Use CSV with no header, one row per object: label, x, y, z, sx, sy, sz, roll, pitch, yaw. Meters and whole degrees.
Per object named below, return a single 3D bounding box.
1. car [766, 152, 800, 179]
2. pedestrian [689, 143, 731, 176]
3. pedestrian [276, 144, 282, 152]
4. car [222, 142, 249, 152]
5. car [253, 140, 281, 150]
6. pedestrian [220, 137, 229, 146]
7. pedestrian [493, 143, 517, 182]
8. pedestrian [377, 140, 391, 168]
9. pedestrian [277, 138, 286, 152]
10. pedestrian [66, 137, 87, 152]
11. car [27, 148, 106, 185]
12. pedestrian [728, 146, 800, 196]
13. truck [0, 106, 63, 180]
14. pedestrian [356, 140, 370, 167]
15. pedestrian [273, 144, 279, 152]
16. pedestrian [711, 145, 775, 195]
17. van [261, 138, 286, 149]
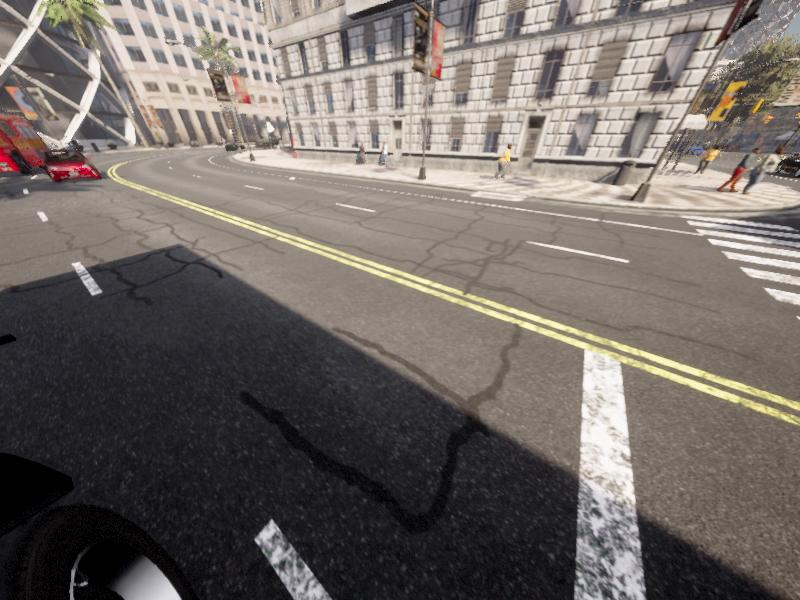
car,30.239,-9.903,16.949,1.837,1.490,4.892,21,40,27
pedestrian,21.357,-9.714,15.971,0.751,1.860,0.751,18,39,23
pedestrian,-19.424,-24.392,37.073,0.500,1.100,0.500,-17,39,-23
car,-29.325,-27.456,41.399,1.994,1.385,4.181,0,35,-1
car,-30.073,-35.108,52.277,2.152,1.651,5.027,16,38,22
pedestrian,-43.726,-39.426,57.517,0.751,1.860,0.751,10,36,13
pedestrian,6.041,-7.949,13.323,0.751,1.860,0.751,15,38,20
pedestrian,-1.300,-12.132,19.189,0.751,1.860,0.751,24,41,29
pedestrian,-19.810,-26.048,38.760,0.751,1.860,0.751,-8,36,-12
pedestrian,-47.783,-22.960,34.118,0.751,1.860,0.751,-3,35,-5
car,-19.991,-8.177,14.000,4.514,1.525,2.007,27,43,33
pedestrian,16.052,-5.703,10.231,0.751,1.860,0.751,-12,37,-16
truck,-27.588,-10.672,15.474,2.891,3.827,8.468,-25,42,-31
pedestrian,-3.160,-12.520,19.723,0.751,1.860,0.751,29,44,34
pedestrian,-20.061,-24.598,37.361,0.500,1.100,0.500,0,35,0
pedestrian,15.446,-5.863,10.452,0.751,1.860,0.751,-20,40,-26
van,-27.316,-33.954,50.102,1.775,1.987,4.442,14,37,18
